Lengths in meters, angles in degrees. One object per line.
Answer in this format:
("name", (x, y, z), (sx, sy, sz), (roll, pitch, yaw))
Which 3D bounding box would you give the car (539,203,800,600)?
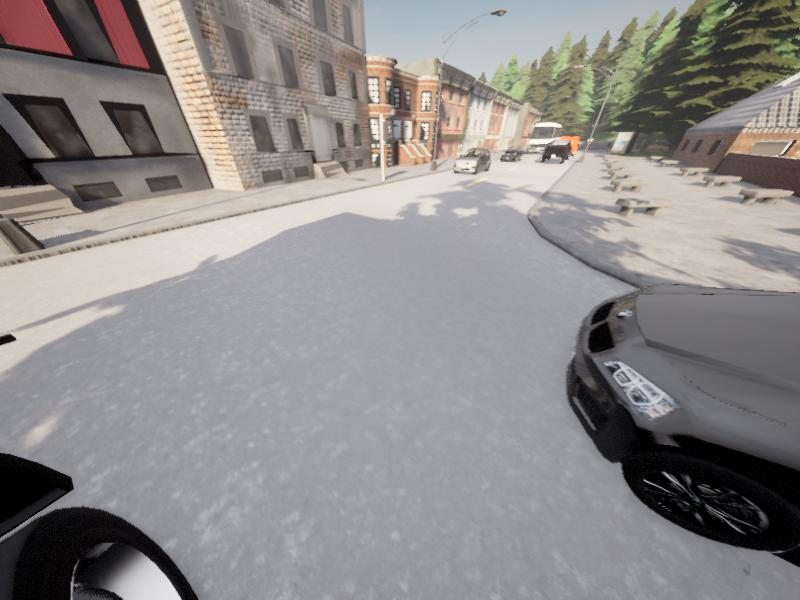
("car", (3.744, 0.951, 1.142), (4.611, 1.667, 2.242), (24, 42, 30))

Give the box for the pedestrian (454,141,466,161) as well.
("pedestrian", (6.625, -16.502, 25.542), (0.751, 1.860, 0.751), (29, 44, 34))

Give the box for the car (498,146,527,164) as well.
("car", (12.613, -16.335, 25.864), (1.845, 1.501, 3.633), (22, 41, 28))

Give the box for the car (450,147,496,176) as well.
("car", (5.696, -10.738, 17.799), (1.851, 1.617, 3.988), (22, 41, 28))

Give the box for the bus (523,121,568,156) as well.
("bus", (24.447, -26.920, 38.614), (3.944, 4.253, 10.273), (22, 41, 28))

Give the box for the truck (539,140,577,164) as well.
("truck", (18.210, -17.117, 26.523), (2.390, 2.098, 6.274), (22, 41, 28))

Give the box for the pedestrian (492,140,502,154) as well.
("pedestrian", (15.770, -24.943, 37.594), (0.751, 1.860, 0.751), (29, 44, 35))

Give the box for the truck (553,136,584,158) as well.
("truck", (25.031, -22.813, 34.333), (2.627, 2.467, 5.204), (22, 41, 28))
